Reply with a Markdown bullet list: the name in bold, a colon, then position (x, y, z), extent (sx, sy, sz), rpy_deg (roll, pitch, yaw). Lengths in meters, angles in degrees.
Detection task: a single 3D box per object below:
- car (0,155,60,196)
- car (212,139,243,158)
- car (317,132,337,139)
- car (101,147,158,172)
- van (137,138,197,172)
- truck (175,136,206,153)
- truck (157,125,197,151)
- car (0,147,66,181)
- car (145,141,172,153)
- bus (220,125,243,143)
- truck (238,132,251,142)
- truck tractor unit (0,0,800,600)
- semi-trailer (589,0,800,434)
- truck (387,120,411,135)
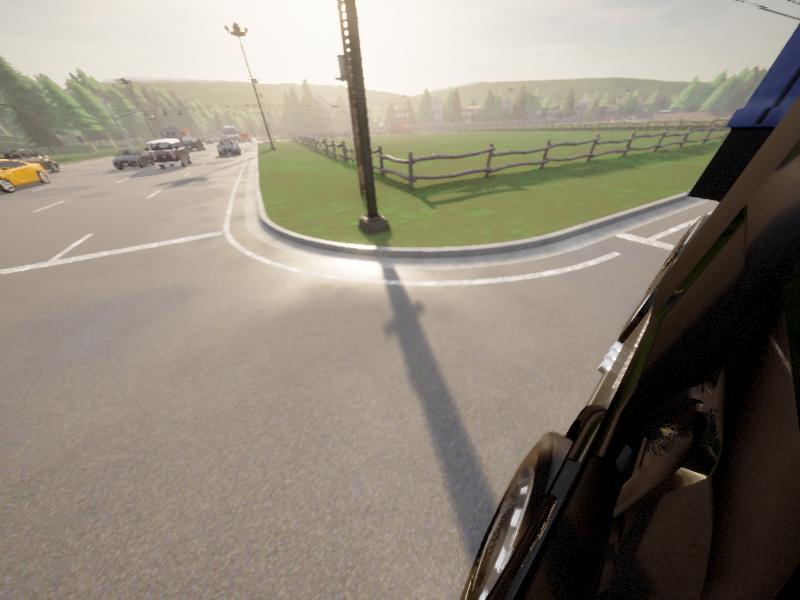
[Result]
- **car**: position (-23.264, -7.236, 13.376), extent (1.882, 1.535, 5.008), rpy_deg (-18, 40, -20)
- **car**: position (-20.960, -18.603, 28.257), extent (2.242, 1.667, 4.611), rpy_deg (-18, 40, -20)
- **car**: position (-22.990, -51.916, 72.747), extent (5.238, 1.638, 1.930), rpy_deg (-19, 40, -20)
- **car**: position (-23.932, -12.651, 20.676), extent (1.816, 1.474, 4.193), rpy_deg (-18, 40, -20)
- **van**: position (-19.593, -12.486, 19.724), extent (2.069, 2.038, 4.480), rpy_deg (-18, 40, -20)
- **truck**: position (-36.183, -27.138, 40.172), extent (2.390, 2.098, 6.274), rpy_deg (-18, 39, -20)
- **truck**: position (-43.971, -32.258, 46.006), extent (2.891, 3.827, 8.468), rpy_deg (-18, 40, -20)
- **car**: position (-30.440, -11.035, 18.576), extent (1.932, 1.855, 4.605), rpy_deg (-18, 40, -20)
- **car**: position (-46.398, -29.482, 44.532), extent (2.152, 1.651, 5.027), rpy_deg (-18, 40, -20)
- **bus**: position (-54.157, -53.644, 74.722), extent (3.944, 4.253, 10.273), rpy_deg (-18, 40, -20)
- **truck**: position (-48.849, -51.304, 72.780), extent (2.627, 2.467, 5.204), rpy_deg (-18, 40, -20)
- **truck tractor unit**: position (2.645, -0.295, 0.351), extent (6.516, 4.208, 3.053), rpy_deg (-28, 44, -30)
- **semi-trailer**: position (9.292, -3.111, 3.542), extent (14.254, 4.402, 2.717), rpy_deg (-21, 40, -22)
- **truck**: position (-0.324, -62.815, 84.078), extent (8.468, 3.827, 2.891), rpy_deg (-19, 40, -20)
